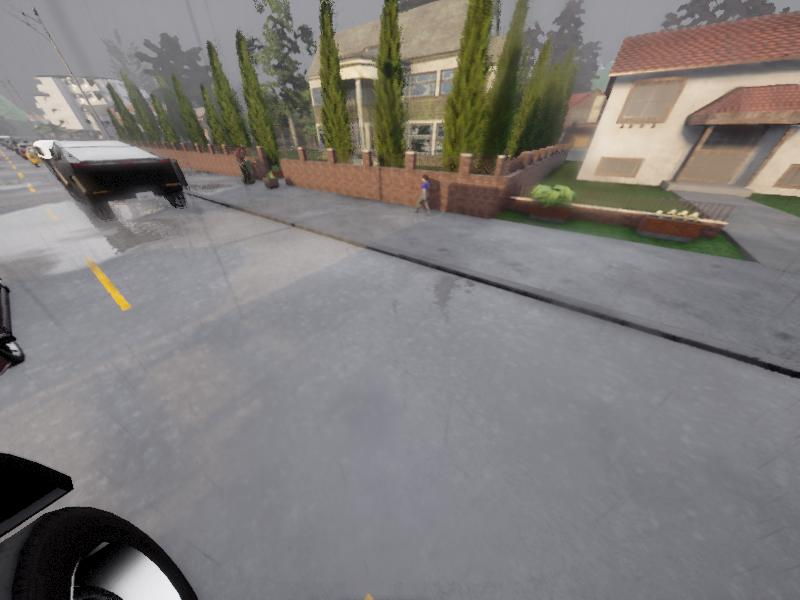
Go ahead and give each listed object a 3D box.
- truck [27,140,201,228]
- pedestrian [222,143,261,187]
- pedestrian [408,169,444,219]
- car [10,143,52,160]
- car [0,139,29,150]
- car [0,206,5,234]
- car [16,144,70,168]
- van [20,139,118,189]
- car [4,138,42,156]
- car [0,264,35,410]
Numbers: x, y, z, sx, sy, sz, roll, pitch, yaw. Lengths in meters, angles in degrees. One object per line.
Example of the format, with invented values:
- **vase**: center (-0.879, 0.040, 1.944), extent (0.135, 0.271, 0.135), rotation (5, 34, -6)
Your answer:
- **truck**: center (-10.540, -4.581, 8.497), extent (6.274, 2.098, 2.390), rotation (22, 41, 28)
- **pedestrian**: center (-7.879, -6.742, 11.569), extent (0.751, 1.860, 0.751), rotation (10, 36, 14)
- **pedestrian**: center (0.814, -3.406, 7.396), extent (0.751, 1.300, 0.751), rotation (25, 42, 31)
- **car**: center (-42.410, -17.129, 26.567), extent (3.806, 1.475, 1.970), rotation (22, 41, 28)
- **car**: center (-73.072, -29.490, 43.790), extent (4.611, 1.667, 2.242), rotation (22, 41, 28)
- **car**: center (-13.492, -2.781, 6.417), extent (4.514, 1.525, 2.007), rotation (22, 41, 28)
- **car**: center (-31.816, -12.911, 20.582), extent (5.366, 1.575, 1.801), rotation (22, 41, 28)
- **van**: center (-18.712, -7.839, 13.102), extent (4.480, 2.038, 2.069), rotation (22, 41, 28)
- **car**: center (-51.920, -21.129, 31.814), extent (4.605, 1.855, 1.932), rotation (22, 41, 27)
- **car**: center (-6.194, 0.217, 2.389), extent (4.181, 1.385, 1.994), rotation (22, 40, 28)
